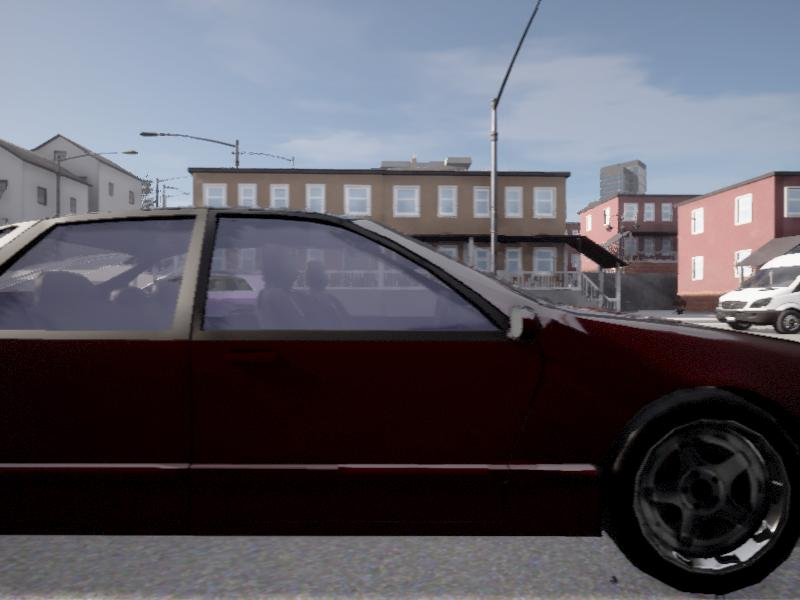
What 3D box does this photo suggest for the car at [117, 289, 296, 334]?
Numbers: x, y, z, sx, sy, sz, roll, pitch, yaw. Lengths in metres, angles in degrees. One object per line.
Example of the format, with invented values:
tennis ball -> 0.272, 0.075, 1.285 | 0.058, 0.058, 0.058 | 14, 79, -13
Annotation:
car -> -5.876, 0.330, 12.578 | 4.718, 1.301, 1.895 | 0, 0, 1

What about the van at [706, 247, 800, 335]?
van -> 13.412, -0.251, 12.634 | 5.915, 2.561, 1.988 | 0, 0, 1

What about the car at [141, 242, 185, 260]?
car -> -25.433, -5.344, 43.111 | 2.007, 1.525, 4.514 | 0, 12, -1

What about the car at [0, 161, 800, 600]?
car -> -0.620, 0.292, 2.210 | 5.357, 1.411, 2.033 | 0, 0, 0

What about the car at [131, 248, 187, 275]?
car -> -21.838, -3.603, 36.508 | 2.163, 1.488, 4.792 | 0, 17, -1

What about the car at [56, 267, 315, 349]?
car -> -4.586, 0.167, 9.184 | 4.856, 1.649, 2.033 | 0, 0, 0
